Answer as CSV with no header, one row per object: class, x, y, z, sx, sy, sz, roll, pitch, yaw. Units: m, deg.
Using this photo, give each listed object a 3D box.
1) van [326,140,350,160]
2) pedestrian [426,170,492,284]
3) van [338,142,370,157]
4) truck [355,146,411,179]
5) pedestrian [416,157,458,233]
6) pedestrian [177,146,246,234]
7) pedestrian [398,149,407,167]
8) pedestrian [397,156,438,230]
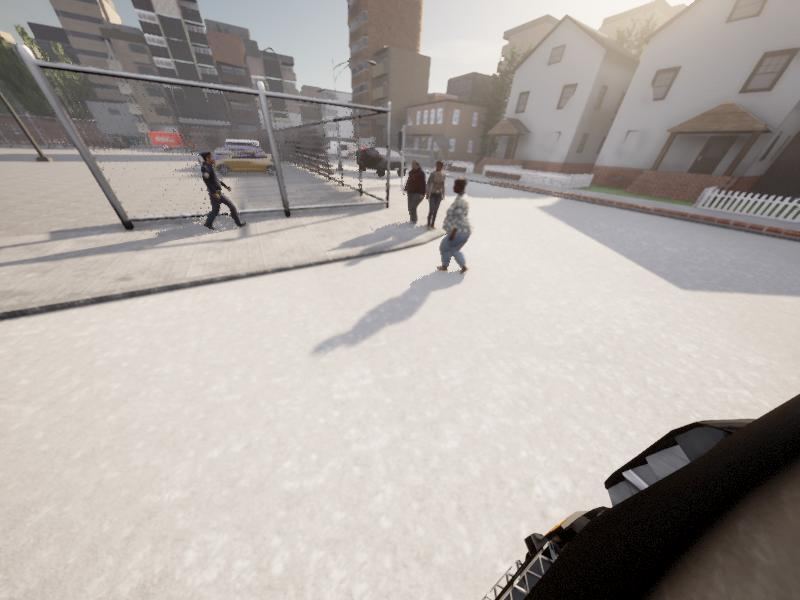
van,-10.844,-26.113,40.206,1.988,2.561,5.915,-17,39,-28
pedestrian,1.081,-1.364,4.399,0.751,1.860,0.751,16,36,19
van,-10.024,-32.875,50.581,2.351,2.431,6.366,20,36,41
truck,-1.723,-12.443,20.720,2.390,2.098,6.274,-15,38,-26
pedestrian,1.000,-2.978,6.642,0.751,1.860,0.751,-3,34,-10
pedestrian,-4.633,-2.746,5.827,0.751,1.860,0.751,-17,38,-28
pedestrian,0.301,-18.111,29.426,0.751,1.860,0.751,30,42,34
pedestrian,0.473,-3.201,6.935,0.751,1.860,0.751,-22,41,-32
